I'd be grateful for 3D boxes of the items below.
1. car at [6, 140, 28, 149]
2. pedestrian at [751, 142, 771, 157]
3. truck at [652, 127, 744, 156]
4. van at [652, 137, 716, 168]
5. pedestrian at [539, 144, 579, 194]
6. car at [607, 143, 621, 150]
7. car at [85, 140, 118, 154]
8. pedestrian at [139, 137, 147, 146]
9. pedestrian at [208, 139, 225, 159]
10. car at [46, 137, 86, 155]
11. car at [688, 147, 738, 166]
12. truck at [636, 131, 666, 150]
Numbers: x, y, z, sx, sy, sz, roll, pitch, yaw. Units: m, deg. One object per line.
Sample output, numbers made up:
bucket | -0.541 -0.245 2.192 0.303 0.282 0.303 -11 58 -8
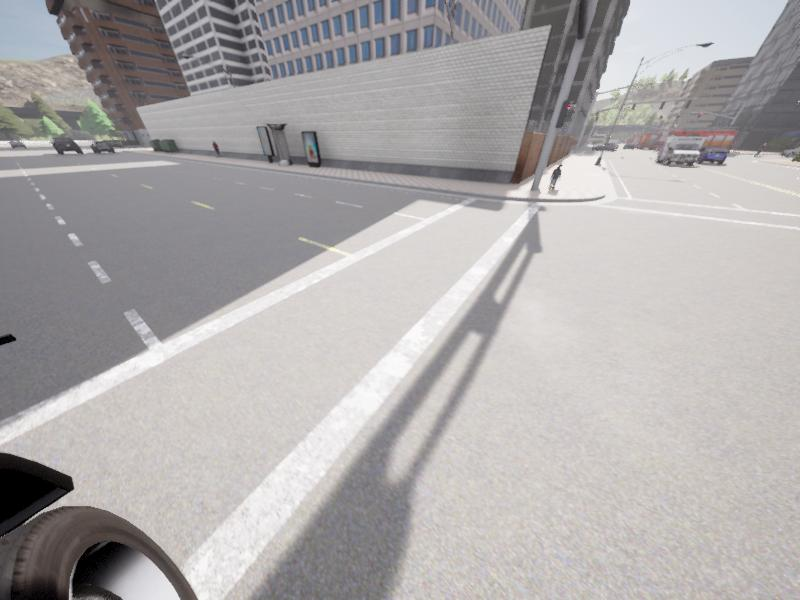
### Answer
car | -80.655 -32.796 48.642 4.193 1.474 1.816 22 41 28
pedestrian | 54.662 -22.750 35.008 0.751 1.860 0.751 -16 38 -22
truck | 50.508 -27.277 39.741 8.468 3.827 2.891 21 40 27
van | 29.058 -15.427 23.982 2.351 2.431 6.366 22 41 28
pedestrian | 7.211 -5.955 10.526 0.751 1.860 0.751 -29 45 -35
car | 53.323 -38.435 57.715 2.033 1.411 5.357 22 41 28
car | -46.982 -24.066 36.328 4.856 1.649 2.033 22 41 28
pedestrian | -65.163 -40.080 58.557 0.751 1.860 0.751 -27 43 -33
pedestrian | -20.328 -16.745 25.612 0.751 1.860 0.751 25 42 30
car | -49.053 -22.612 33.900 5.566 2.045 2.150 22 41 28
car | 34.524 -16.028 25.656 2.007 1.525 4.514 23 41 29
truck | 62.965 -40.291 58.313 2.891 3.827 8.468 22 41 28
